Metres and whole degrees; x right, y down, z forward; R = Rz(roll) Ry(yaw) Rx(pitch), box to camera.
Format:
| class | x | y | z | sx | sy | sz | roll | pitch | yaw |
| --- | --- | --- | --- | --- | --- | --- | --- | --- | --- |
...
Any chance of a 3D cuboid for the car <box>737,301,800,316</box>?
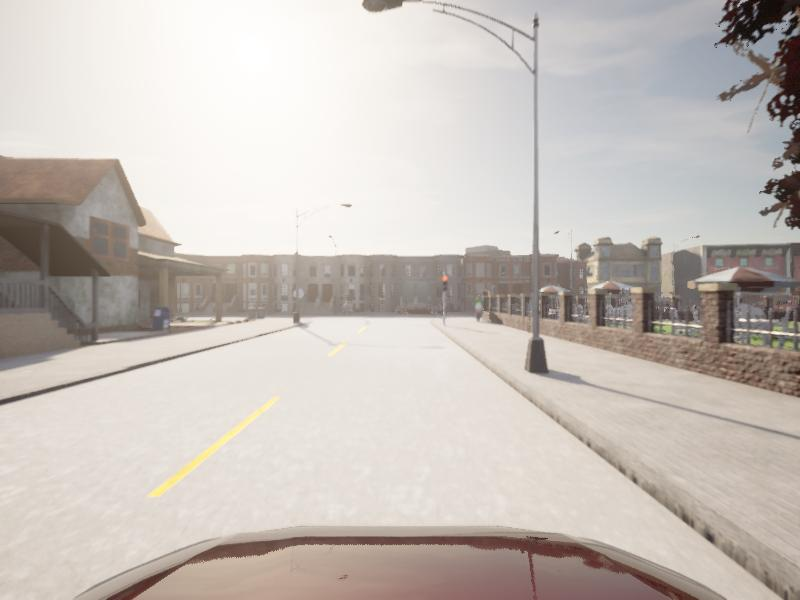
| class | x | y | z | sx | sy | sz | roll | pitch | yaw |
| --- | --- | --- | --- | --- | --- | --- | --- | --- | --- |
| car | 36.394 | 0.818 | 39.480 | 4.514 | 1.525 | 2.007 | 0 | 0 | 3 |

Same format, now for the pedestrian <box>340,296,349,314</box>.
| class | x | y | z | sx | sy | sz | roll | pitch | yaw |
| --- | --- | --- | --- | --- | --- | --- | --- | --- | --- |
| pedestrian | -5.918 | 0.521 | 42.918 | 0.751 | 1.860 | 0.751 | 0 | 0 | 12 |

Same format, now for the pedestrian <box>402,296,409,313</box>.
| class | x | y | z | sx | sy | sz | roll | pitch | yaw |
| --- | --- | --- | --- | --- | --- | --- | --- | --- | --- |
| pedestrian | 0.616 | 0.521 | 44.731 | 0.751 | 1.860 | 0.751 | 0 | 0 | 0 |

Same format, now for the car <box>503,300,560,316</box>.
| class | x | y | z | sx | sy | sz | roll | pitch | yaw |
| --- | --- | --- | --- | --- | --- | --- | --- | --- | --- |
| car | 12.967 | 0.812 | 39.571 | 5.008 | 1.535 | 1.882 | 0 | 0 | 0 |

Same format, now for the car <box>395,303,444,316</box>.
| class | x | y | z | sx | sy | sz | roll | pitch | yaw |
| --- | --- | --- | --- | --- | --- | --- | --- | --- | --- |
| car | 1.894 | 0.933 | 39.547 | 4.718 | 1.301 | 1.895 | 0 | 0 | 0 |

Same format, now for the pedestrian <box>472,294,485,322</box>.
| class | x | y | z | sx | sy | sz | roll | pitch | yaw |
| --- | --- | --- | --- | --- | --- | --- | --- | --- | --- |
| pedestrian | 5.148 | 0.517 | 26.190 | 0.751 | 1.860 | 0.751 | 0 | 0 | 2 |

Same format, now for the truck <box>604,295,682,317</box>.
| class | x | y | z | sx | sy | sz | roll | pitch | yaw |
| --- | --- | --- | --- | --- | --- | --- | --- | --- | --- |
| truck | 23.975 | 0.530 | 39.597 | 6.274 | 2.098 | 2.390 | 0 | 0 | 0 |
